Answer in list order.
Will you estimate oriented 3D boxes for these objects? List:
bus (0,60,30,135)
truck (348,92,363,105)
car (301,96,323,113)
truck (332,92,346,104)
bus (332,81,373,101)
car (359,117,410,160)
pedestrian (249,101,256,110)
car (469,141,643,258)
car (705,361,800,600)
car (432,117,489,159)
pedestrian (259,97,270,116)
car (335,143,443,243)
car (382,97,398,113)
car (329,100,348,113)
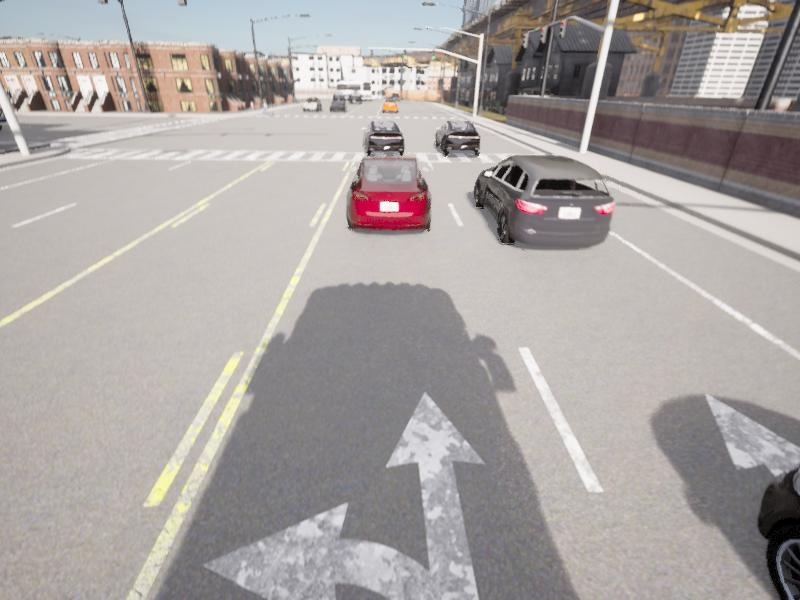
[{"bbox_3d":[-30.661,-12.604,24.799,10.273,4.253,3.944,0,28,-1],"label":"bus"},{"bbox_3d":[-8.794,-39.902,79.147,2.390,2.098,6.274,0,28,-1],"label":"truck"},{"bbox_3d":[-11.722,-26.265,53.589,1.932,1.855,4.605,0,28,-1],"label":"car"},{"bbox_3d":[-12.384,-41.279,81.651,2.390,2.098,6.274,-1,28,-4],"label":"truck"},{"bbox_3d":[-11.914,-52.373,100.288,10.273,4.253,3.944,22,35,35],"label":"bus"},{"bbox_3d":[-0.914,-8.327,20.422,2.128,1.511,4.902,-3,28,-7],"label":"car"},{"bbox_3d":[-19.384,-25.537,52.481,0.500,1.100,0.500,5,28,8],"label":"pedestrian"},{"bbox_3d":[3.251,-2.666,9.684,2.242,1.667,4.611,0,28,-1],"label":"car"},{"bbox_3d":[3.445,2.131,0.879,1.812,1.442,4.674,0,28,-1],"label":"car"},{"bbox_3d":[2.999,-8.610,21.058,2.128,1.511,4.902,0,28,-1],"label":"car"},{"bbox_3d":[-14.951,-21.379,44.257,0.751,1.860,0.751,-2,28,-6],"label":"pedestrian"},{"bbox_3d":[-0.267,-3.012,10.446,2.163,1.488,4.792,0,28,-1],"label":"car"},{"bbox_3d":[-1.319,-27.145,55.606,2.097,1.767,4.553,0,28,-1],"label":"car"},{"bbox_3d":[-8.221,-25.941,53.612,1.994,1.385,4.181,0,28,-1],"label":"car"}]
